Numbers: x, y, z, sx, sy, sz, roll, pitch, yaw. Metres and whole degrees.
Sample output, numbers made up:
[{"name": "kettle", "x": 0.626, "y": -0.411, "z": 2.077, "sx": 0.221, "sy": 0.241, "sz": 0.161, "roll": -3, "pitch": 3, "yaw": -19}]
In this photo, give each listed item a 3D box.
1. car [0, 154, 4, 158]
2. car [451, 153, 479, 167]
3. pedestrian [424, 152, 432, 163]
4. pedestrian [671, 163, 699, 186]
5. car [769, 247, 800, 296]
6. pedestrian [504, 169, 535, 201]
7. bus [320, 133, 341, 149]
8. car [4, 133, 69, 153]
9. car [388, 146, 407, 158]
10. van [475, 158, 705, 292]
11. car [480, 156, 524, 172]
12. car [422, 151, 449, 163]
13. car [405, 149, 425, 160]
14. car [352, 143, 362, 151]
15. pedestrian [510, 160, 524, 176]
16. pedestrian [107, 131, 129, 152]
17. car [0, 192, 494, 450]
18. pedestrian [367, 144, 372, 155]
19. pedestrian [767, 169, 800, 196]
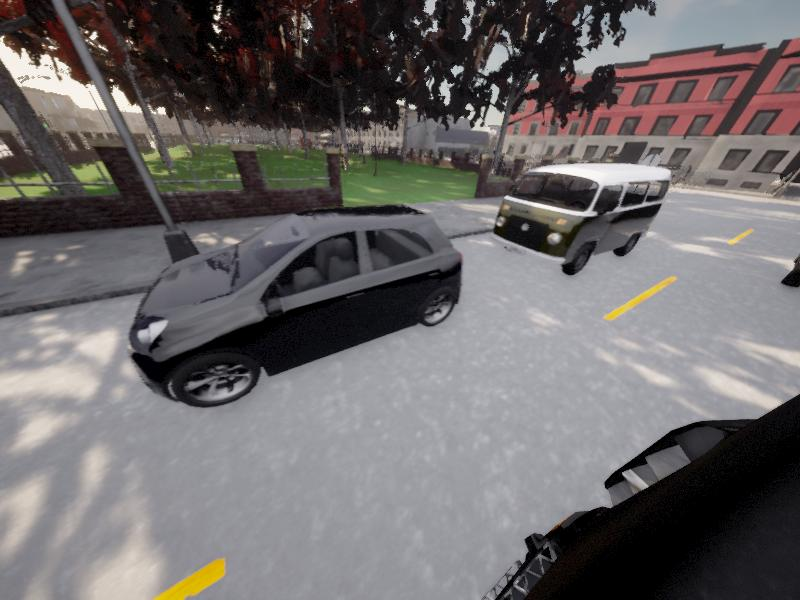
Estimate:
[{"name": "car", "x": -29.592, "y": -9.771, "z": 14.818, "sx": 2.033, "sy": 1.411, "sz": 5.357, "roll": -16, "pitch": 38, "yaw": -26}, {"name": "car", "x": 9.628, "y": -20.964, "z": 34.481, "sx": 1.789, "sy": 1.549, "sz": 3.705, "roll": -16, "pitch": 38, "yaw": -26}, {"name": "pedestrian", "x": 4.118, "y": -21.108, "z": 34.250, "sx": 0.751, "sy": 1.300, "sz": 0.751, "roll": -16, "pitch": 38, "yaw": -26}, {"name": "pedestrian", "x": 27.045, "y": -11.942, "z": 21.952, "sx": 0.751, "sy": 1.860, "sz": 0.751, "roll": -13, "pitch": 37, "yaw": -23}, {"name": "car", "x": 10.163, "y": -0.987, "z": 4.754, "sx": 3.988, "sy": 1.617, "sz": 1.851, "roll": -16, "pitch": 38, "yaw": -26}, {"name": "pedestrian", "x": 5.938, "y": -5.736, "z": 11.526, "sx": 0.751, "sy": 1.300, "sz": 0.751, "roll": -16, "pitch": 38, "yaw": -26}, {"name": "bus", "x": -24.841, "y": -56.256, "z": 81.824, "sx": 3.944, "sy": 4.253, "sz": 10.273, "roll": -16, "pitch": 37, "yaw": -26}, {"name": "car", "x": -35.116, "y": -15.304, "z": 22.487, "sx": 1.845, "sy": 1.501, "sz": 3.633, "roll": -16, "pitch": 39, "yaw": -27}, {"name": "car", "x": -0.681, "y": -31.291, "z": 48.728, "sx": 1.932, "sy": 1.855, "sz": 4.605, "roll": -16, "pitch": 38, "yaw": -26}, {"name": "van", "x": 4.382, "y": -2.071, "z": 5.513, "sx": 4.480, "sy": 2.038, "sz": 2.069, "roll": -16, "pitch": 38, "yaw": -26}, {"name": "car", "x": 13.031, "y": -17.573, "z": 29.764, "sx": 1.837, "sy": 1.490, "sz": 4.892, "roll": -17, "pitch": 39, "yaw": -27}, {"name": "car", "x": 5.990, "y": -24.547, "z": 39.544, "sx": 2.007, "sy": 1.525, "sz": 4.514, "roll": -16, "pitch": 38, "yaw": -26}, {"name": "car", "x": 2.839, "y": -27.637, "z": 43.933, "sx": 1.970, "sy": 1.475, "sz": 3.806, "roll": -16, "pitch": 38, "yaw": -26}, {"name": "car", "x": -13.696, "y": -48.525, "z": 73.311, "sx": 1.905, "sy": 1.878, "sz": 3.866, "roll": -16, "pitch": 38, "yaw": -26}, {"name": "pedestrian", "x": 11.912, "y": -13.463, "z": 23.504, "sx": 0.751, "sy": 1.300, "sz": 0.751, "roll": 28, "pitch": 41, "yaw": 33}, {"name": "pedestrian", "x": -31.312, "y": -17.612, "z": 25.698, "sx": 0.751, "sy": 1.860, "sz": 0.751, "roll": -18, "pitch": 39, "yaw": -29}, {"name": "car", "x": -0.983, "y": -0.309, "z": 2.918, "sx": 3.633, "sy": 1.501, "sz": 1.845, "roll": -16, "pitch": 38, "yaw": -26}, {"name": "pedestrian", "x": -6.414, "y": -31.397, "z": 48.209, "sx": 0.751, "sy": 1.860, "sz": 0.751, "roll": -13, "pitch": 37, "yaw": -23}, {"name": "pedestrian", "x": 31.384, "y": -9.587, "z": 18.798, "sx": 0.751, "sy": 1.860, "sz": 0.751, "roll": -16, "pitch": 39, "yaw": -27}]
